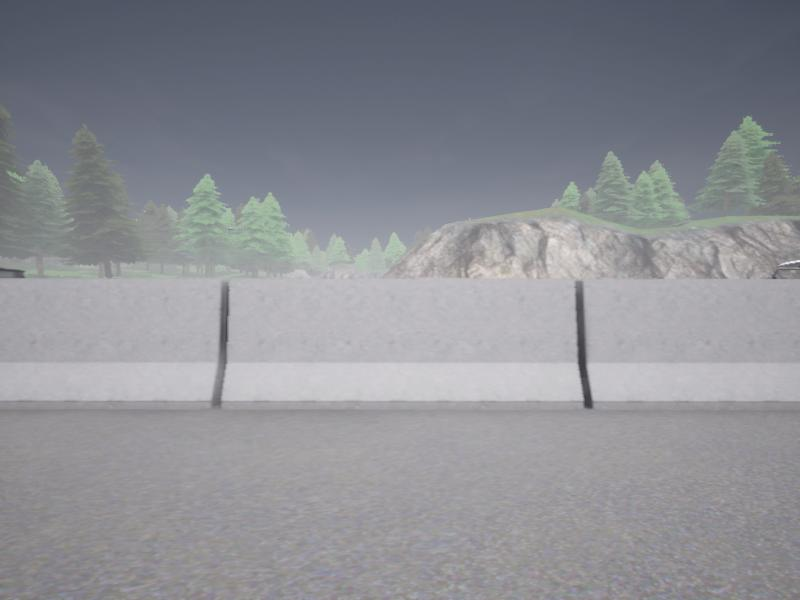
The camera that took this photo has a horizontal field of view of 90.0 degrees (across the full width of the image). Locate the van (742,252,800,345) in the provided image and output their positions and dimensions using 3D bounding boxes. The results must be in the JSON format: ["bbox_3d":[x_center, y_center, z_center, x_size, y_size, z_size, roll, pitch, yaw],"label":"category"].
[{"bbox_3d":[10.995,-0.026,9.201,4.480,2.038,2.069,0,0,0],"label":"van"}]

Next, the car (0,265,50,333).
[{"bbox_3d":[-14.850,-0.037,12.700,5.566,2.045,2.150,0,0,0],"label":"car"}]

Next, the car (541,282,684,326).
[{"bbox_3d":[8.420,0.159,16.202,4.611,1.667,2.242,0,0,0],"label":"car"}]

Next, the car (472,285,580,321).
[{"bbox_3d":[6.054,0.158,19.699,4.611,1.667,2.242,0,0,0],"label":"car"}]

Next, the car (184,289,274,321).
[{"bbox_3d":[-8.302,0.225,19.701,3.633,1.501,1.845,0,0,0],"label":"car"}]

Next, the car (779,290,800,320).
[{"bbox_3d":[22.129,0.243,19.701,4.902,1.511,2.128,0,0,0],"label":"car"}]

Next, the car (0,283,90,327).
[{"bbox_3d":[-15.898,0.175,16.199,5.027,1.651,2.152,0,0,0],"label":"car"}]

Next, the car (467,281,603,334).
[{"bbox_3d":[4.132,0.217,12.701,3.705,1.549,1.789,0,0,0],"label":"car"}]
